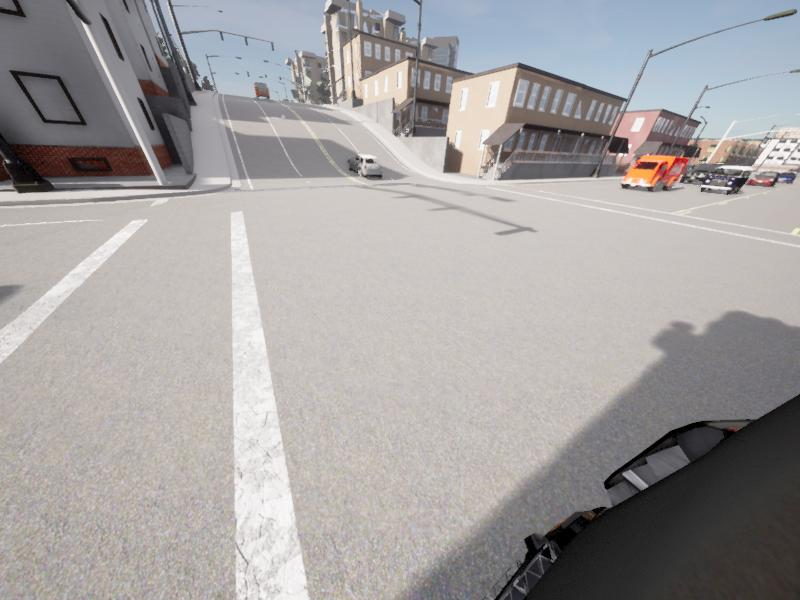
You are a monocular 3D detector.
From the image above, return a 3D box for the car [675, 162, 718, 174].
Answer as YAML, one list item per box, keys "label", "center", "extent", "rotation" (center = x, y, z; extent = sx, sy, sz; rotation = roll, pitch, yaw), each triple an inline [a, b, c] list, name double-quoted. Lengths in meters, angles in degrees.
- label: "car"
  center: [69.041, -30.883, 53.907]
  extent: [2.150, 2.045, 5.566]
  rotation: [-16, 38, -26]

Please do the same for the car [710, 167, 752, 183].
- label: "car"
  center: [45.811, -17.345, 31.954]
  extent: [4.553, 1.767, 2.097]
  rotation: [-16, 38, -25]

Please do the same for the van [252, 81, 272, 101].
- label: "van"
  center: [-21.231, -32.132, 35.482]
  extent: [1.775, 1.987, 4.442]
  rotation: [-15, 46, -25]

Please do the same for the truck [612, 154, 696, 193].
- label: "truck"
  center: [21.040, -10.550, 19.229]
  extent: [5.204, 2.467, 2.627]
  rotation: [-15, 38, -26]

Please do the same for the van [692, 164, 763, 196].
- label: "van"
  center: [27.392, -10.061, 19.357]
  extent: [4.480, 2.038, 2.069]
  rotation: [-15, 38, -26]

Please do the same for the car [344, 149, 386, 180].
- label: "car"
  center: [-3.022, -11.441, 19.436]
  extent: [1.970, 1.475, 3.806]
  rotation: [-16, 45, -27]

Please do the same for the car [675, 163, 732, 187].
- label: "car"
  center: [34.060, -14.092, 25.932]
  extent: [5.566, 2.045, 2.150]
  rotation: [-15, 37, -25]

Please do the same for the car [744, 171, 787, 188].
- label: "car"
  center: [43.638, -14.447, 27.590]
  extent: [3.988, 1.617, 1.851]
  rotation: [-16, 38, -26]

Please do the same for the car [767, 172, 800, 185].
- label: "car"
  center: [57.265, -18.204, 34.434]
  extent: [4.674, 1.442, 1.812]
  rotation: [-16, 38, -26]
